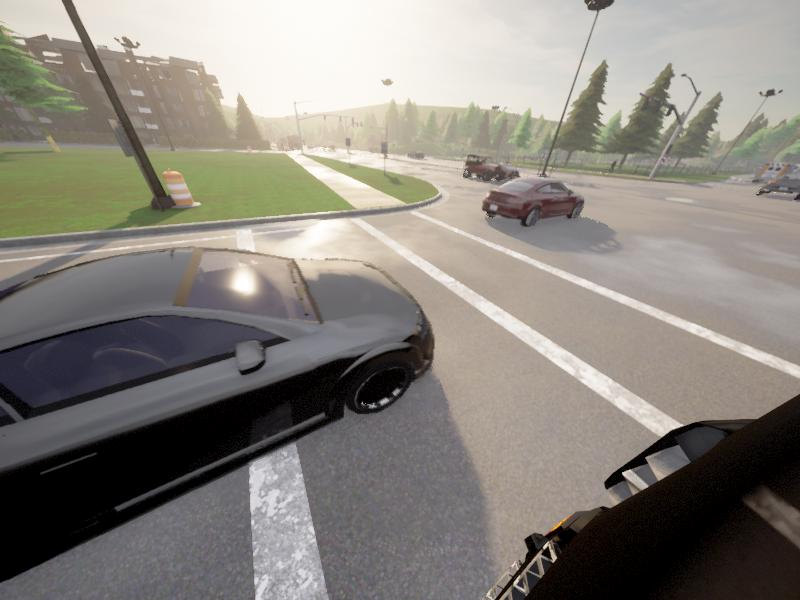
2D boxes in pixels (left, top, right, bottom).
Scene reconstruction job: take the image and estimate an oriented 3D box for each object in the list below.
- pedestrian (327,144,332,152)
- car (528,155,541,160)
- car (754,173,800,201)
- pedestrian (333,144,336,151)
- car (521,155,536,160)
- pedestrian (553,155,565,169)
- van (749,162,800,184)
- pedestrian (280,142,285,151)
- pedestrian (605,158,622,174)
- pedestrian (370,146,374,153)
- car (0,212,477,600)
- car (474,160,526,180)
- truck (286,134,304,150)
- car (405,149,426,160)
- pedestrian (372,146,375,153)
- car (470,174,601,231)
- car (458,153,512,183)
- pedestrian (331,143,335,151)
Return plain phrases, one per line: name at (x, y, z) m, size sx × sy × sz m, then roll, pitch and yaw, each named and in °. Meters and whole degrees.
pedestrian at (-20.094, -43.363, 65.886) m, size 0.751 × 1.860 × 0.751 m, roll -22°, pitch 41°, yaw -33°
car at (50.702, -53.788, 87.155) m, size 3.988 × 1.617 × 1.851 m, roll -16°, pitch 38°, yaw -26°
car at (31.962, -9.391, 18.949) m, size 5.027 × 1.651 × 2.152 m, roll -16°, pitch 38°, yaw -26°
pedestrian at (-20.871, -48.865, 73.821) m, size 0.751 × 1.860 × 0.751 m, roll -10°, pitch 36°, yaw -19°
car at (50.263, -55.818, 90.345) m, size 5.027 × 1.651 × 2.152 m, roll -16°, pitch 38°, yaw -26°
pedestrian at (26.035, -22.682, 37.952) m, size 0.751 × 1.860 × 0.751 m, roll -13°, pitch 37°, yaw -22°
van at (52.980, -17.963, 32.667) m, size 6.366 × 2.431 × 2.351 m, roll -16°, pitch 38°, yaw -26°
pedestrian at (-28.342, -37.018, 55.736) m, size 0.751 × 1.860 × 0.751 m, roll -16°, pitch 38°, yaw -26°
pedestrian at (29.472, -18.503, 31.926) m, size 0.751 × 1.860 × 0.751 m, roll -13°, pitch 37°, yaw -23°
pedestrian at (-8.912, -48.024, 73.722) m, size 0.751 × 1.860 × 0.751 m, roll 23°, pitch 39°, yaw 27°
car at (-1.711, 0.333, 2.061) m, size 4.181 × 1.385 × 1.994 m, roll -16°, pitch 38°, yaw -26°
car at (9.656, -12.868, 22.749) m, size 1.994 × 1.385 × 4.181 m, roll -15°, pitch 38°, yaw -25°
truck at (-32.547, -48.803, 71.407) m, size 2.891 × 3.827 × 8.468 m, roll -16°, pitch 38°, yaw -26°
car at (3.372, -32.362, 51.334) m, size 1.930 × 1.638 × 5.238 m, roll -16°, pitch 38°, yaw -25°
pedestrian at (-8.335, -47.401, 72.831) m, size 0.751 × 1.860 × 0.751 m, roll -22°, pitch 41°, yaw -32°
car at (5.220, -3.917, 8.896) m, size 4.674 × 1.442 × 1.812 m, roll -16°, pitch 38°, yaw -26°
car at (7.269, -11.576, 20.154) m, size 1.905 × 1.878 × 3.866 m, roll -16°, pitch 38°, yaw -25°
pedestrian at (-20.435, -46.594, 70.440) m, size 0.751 × 1.860 × 0.751 m, roll -15°, pitch 38°, yaw -25°
